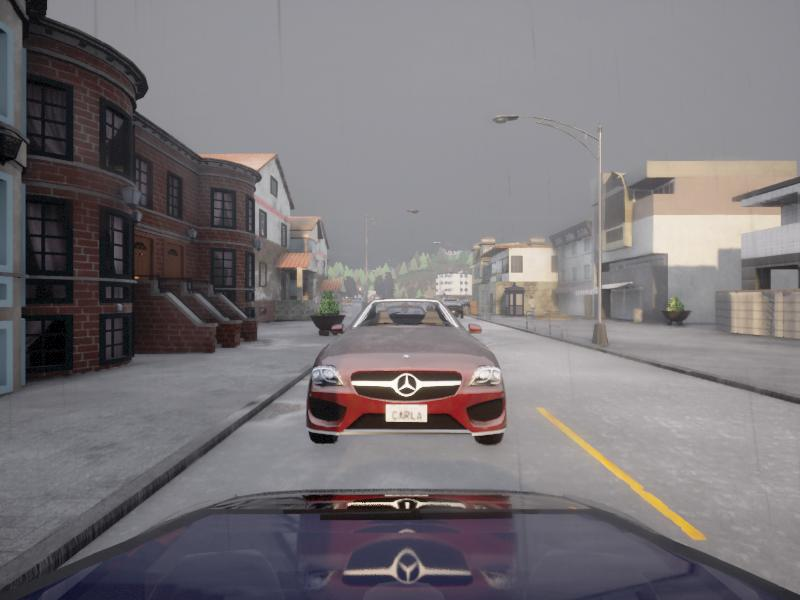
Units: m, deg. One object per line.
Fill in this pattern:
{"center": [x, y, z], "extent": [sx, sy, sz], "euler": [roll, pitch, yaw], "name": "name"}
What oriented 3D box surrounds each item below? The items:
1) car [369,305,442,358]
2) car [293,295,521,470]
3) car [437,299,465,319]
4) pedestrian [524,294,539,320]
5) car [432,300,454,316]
{"center": [0.180, 0.894, 13.776], "extent": [2.033, 1.411, 5.357], "euler": [0, 0, 1], "name": "car"}
{"center": [0.089, 0.780, 6.294], "extent": [2.152, 1.651, 5.027], "euler": [0, 0, 1], "name": "car"}
{"center": [4.449, 0.768, 35.655], "extent": [1.930, 1.638, 5.238], "euler": [0, 0, 1], "name": "car"}
{"center": [9.649, 0.530, 29.302], "extent": [0.751, 1.860, 0.751], "euler": [0, 0, -31], "name": "pedestrian"}
{"center": [4.537, 0.798, 42.904], "extent": [1.801, 1.575, 5.366], "euler": [0, 0, 1], "name": "car"}
